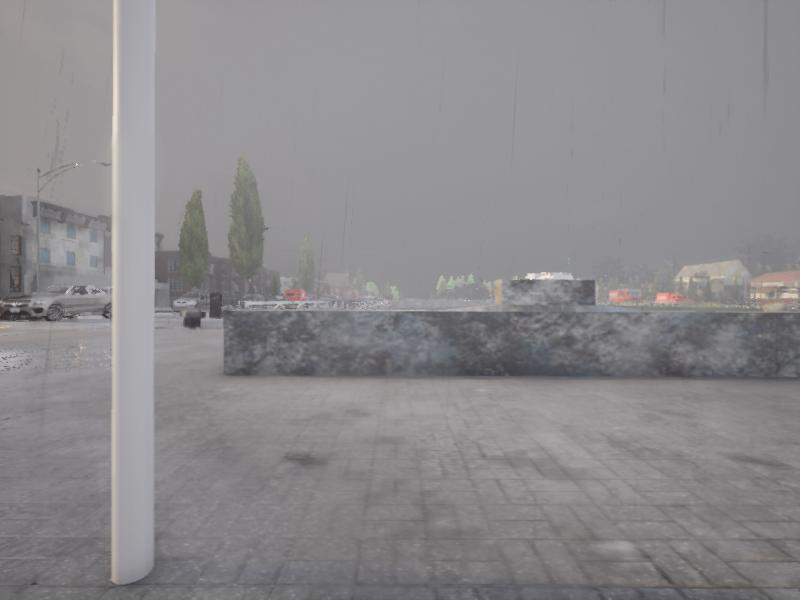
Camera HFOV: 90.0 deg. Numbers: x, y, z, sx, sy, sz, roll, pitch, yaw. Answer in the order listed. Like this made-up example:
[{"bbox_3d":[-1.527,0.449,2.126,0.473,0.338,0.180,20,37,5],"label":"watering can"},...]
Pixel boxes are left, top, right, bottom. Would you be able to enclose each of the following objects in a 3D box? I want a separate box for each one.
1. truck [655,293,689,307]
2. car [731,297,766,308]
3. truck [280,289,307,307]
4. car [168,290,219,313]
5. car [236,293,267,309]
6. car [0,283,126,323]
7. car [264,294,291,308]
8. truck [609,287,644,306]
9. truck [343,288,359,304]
[{"bbox_3d":[49.950,-0.060,73.629,2.627,2.467,5.204,0,0,0],"label":"truck"},{"bbox_3d":[49.979,0.403,57.425,1.789,1.549,3.705,0,0,0],"label":"car"},{"bbox_3d":[-15.684,-0.306,59.181,2.627,2.467,5.204,0,0,0],"label":"truck"},{"bbox_3d":[-15.624,0.130,30.566,1.851,1.617,3.988,0,0,0],"label":"car"},{"bbox_3d":[-15.650,0.130,42.435,1.851,1.617,3.988,0,0,0],"label":"car"},{"bbox_3d":[-15.593,0.122,18.693,2.152,1.651,5.027,0,0,0],"label":"car"},{"bbox_3d":[-15.669,0.112,51.487,1.930,1.638,5.238,0,0,0],"label":"car"},{"bbox_3d":[49.918,-0.740,88.616,2.891,3.827,8.468,0,0,0],"label":"truck"},{"bbox_3d":[-11.765,-0.970,97.580,2.891,3.827,8.468,0,0,0],"label":"truck"}]
